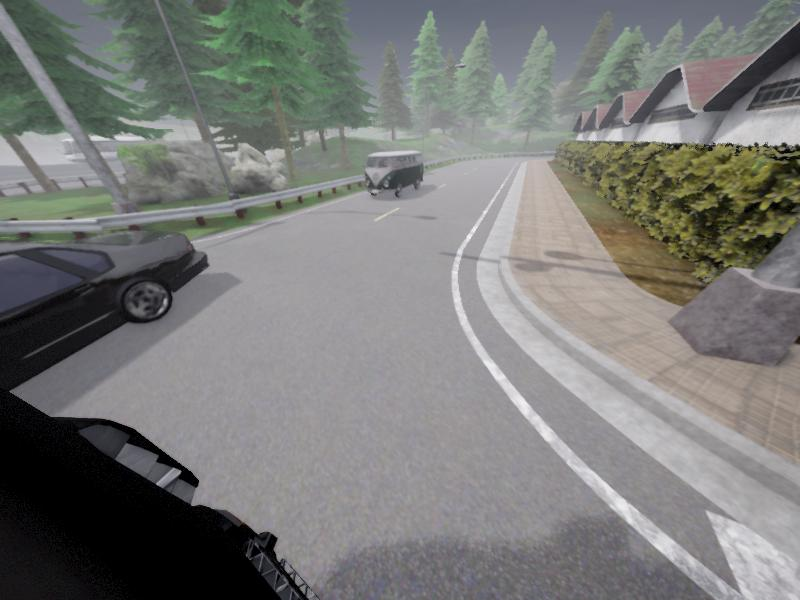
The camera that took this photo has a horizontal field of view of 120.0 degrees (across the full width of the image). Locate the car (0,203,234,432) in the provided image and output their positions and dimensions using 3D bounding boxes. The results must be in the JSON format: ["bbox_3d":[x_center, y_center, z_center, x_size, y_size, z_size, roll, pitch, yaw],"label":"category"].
[{"bbox_3d":[-4.776,0.402,2.232,2.033,1.411,5.357,3,35,7],"label":"car"}]

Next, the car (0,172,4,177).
[{"bbox_3d":[-52.499,-15.400,27.588,2.033,1.649,4.856,14,37,21],"label":"car"}]

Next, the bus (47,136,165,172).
[{"bbox_3d":[-46.468,-23.747,37.348,3.944,4.253,10.273,14,37,21],"label":"bus"}]

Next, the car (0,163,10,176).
[{"bbox_3d":[-55.384,-16.698,29.250,2.150,2.045,5.566,14,37,21],"label":"car"}]

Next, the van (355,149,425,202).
[{"bbox_3d":[-0.274,-6.842,12.442,1.775,1.987,4.442,14,37,21],"label":"van"}]
